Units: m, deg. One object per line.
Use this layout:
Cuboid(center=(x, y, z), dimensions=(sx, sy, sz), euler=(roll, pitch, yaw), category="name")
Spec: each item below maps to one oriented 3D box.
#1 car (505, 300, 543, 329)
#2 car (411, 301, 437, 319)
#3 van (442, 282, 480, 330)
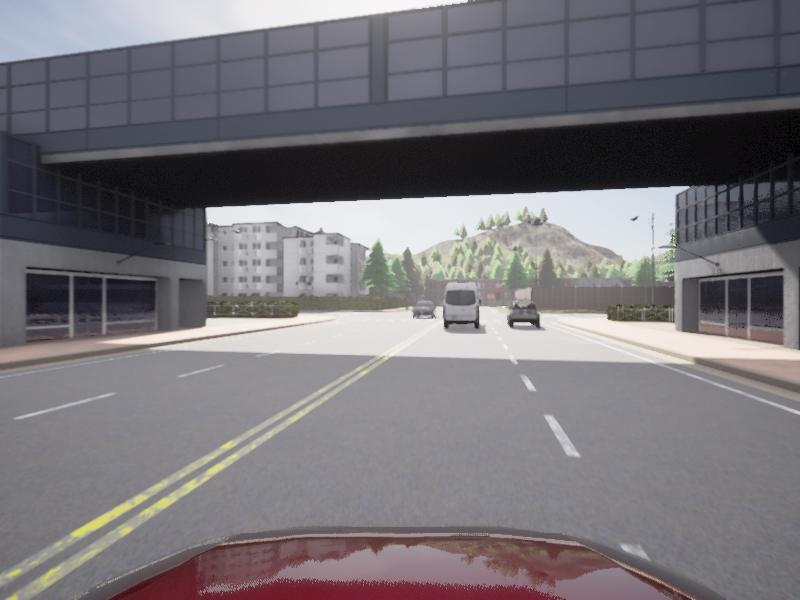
Cuboid(center=(7.386, 0.788, 24.199), dimensions=(1.851, 1.617, 3.988), euler=(0, 0, 12), category="car")
Cuboid(center=(2.228, 0.833, 35.637), dimensions=(1.837, 1.490, 4.892), euler=(0, 0, 9), category="car")
Cuboid(center=(3.762, 0.318, 24.165), dimensions=(1.988, 2.561, 5.915), euler=(0, 0, 11), category="van")
